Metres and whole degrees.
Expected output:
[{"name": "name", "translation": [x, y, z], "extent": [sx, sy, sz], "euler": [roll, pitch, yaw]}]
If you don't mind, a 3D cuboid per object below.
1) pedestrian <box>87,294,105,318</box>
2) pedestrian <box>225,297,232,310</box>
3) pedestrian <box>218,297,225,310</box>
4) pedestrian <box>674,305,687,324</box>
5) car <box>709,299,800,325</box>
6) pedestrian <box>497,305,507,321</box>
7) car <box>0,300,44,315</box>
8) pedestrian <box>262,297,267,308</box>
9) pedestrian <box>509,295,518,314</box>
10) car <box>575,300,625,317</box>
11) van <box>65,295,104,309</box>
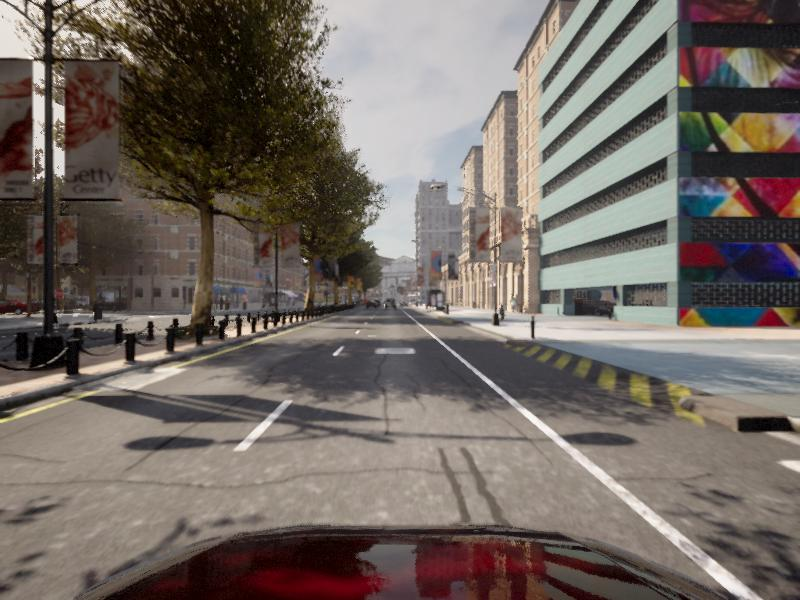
[{"name": "pedestrian", "translation": [-23.416, 0.476, 30.819], "extent": [0.751, 1.860, 0.751], "euler": [0, 0, -1]}, {"name": "pedestrian", "translation": [-23.466, 0.467, 54.743], "extent": [0.751, 1.860, 0.751], "euler": [0, 0, -3]}, {"name": "pedestrian", "translation": [-24.369, 0.467, 54.626], "extent": [0.751, 1.860, 0.751], "euler": [0, 0, -12]}, {"name": "pedestrian", "translation": [17.160, 0.870, 24.435], "extent": [0.500, 1.100, 0.500], "euler": [0, 0, -33]}, {"name": "car", "translation": [22.965, 0.705, 25.852], "extent": [2.128, 1.511, 4.902], "euler": [0, 0, -2]}, {"name": "pedestrian", "translation": [6.838, 0.854, 26.759], "extent": [0.500, 1.100, 0.500], "euler": [0, 0, -7]}, {"name": "car", "translation": [-41.941, 0.811, 43.280], "extent": [5.008, 1.535, 1.882], "euler": [0, 0, -3]}, {"name": "pedestrian", "translation": [-23.706, 0.461, 70.046], "extent": [0.751, 1.860, 0.751], "euler": [0, 0, -1]}, {"name": "pedestrian", "translation": [11.682, 0.469, 41.228], "extent": [0.751, 1.860, 0.751], "euler": [0, 0, -3]}, {"name": "car", "translation": [18.541, 0.741, 37.330], "extent": [2.161, 1.482, 4.786], "euler": [0, 0, -2]}, {"name": "van", "translation": [-58.284, 0.351, 74.072], "extent": [2.351, 2.431, 6.366], "euler": [0, 0, -2]}]
